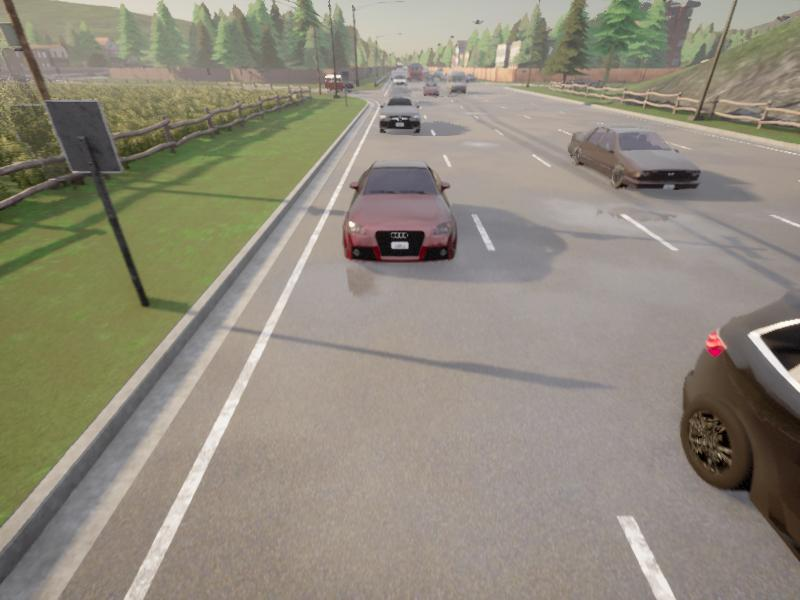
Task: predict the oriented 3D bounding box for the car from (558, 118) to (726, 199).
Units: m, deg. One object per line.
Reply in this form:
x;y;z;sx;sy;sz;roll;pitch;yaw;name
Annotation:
6.996;-4.616;12.509;2.033;1.411;5.357;0;30;0;car

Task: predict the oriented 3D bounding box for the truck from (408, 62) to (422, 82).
3.462;-52.463;91.900;2.891;3.827;8.468;0;30;0;truck

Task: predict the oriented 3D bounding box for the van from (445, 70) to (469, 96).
6.979;-26.869;49.423;1.988;2.561;5.915;0;30;0;van

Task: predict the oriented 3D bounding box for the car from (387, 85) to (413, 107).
-0.012;-18.351;35.907;2.163;1.488;4.792;0;30;0;car

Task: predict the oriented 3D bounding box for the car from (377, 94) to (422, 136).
-0.006;-10.179;21.797;2.152;1.651;5.027;0;30;0;car

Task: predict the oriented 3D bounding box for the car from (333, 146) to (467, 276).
-0.002;-2.049;8.146;1.994;1.385;4.181;0;30;0;car

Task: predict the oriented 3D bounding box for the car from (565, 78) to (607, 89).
28.899;-33.761;62.338;5.357;1.411;2.033;22;37;32;car

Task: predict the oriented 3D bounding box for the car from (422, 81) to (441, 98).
3.484;-23.515;44.688;1.845;1.501;3.633;0;30;0;car

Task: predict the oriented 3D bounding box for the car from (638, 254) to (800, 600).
3.577;1.499;1.782;2.242;1.667;4.611;0;30;1;car

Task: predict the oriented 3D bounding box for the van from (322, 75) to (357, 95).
-7.644;-27.204;50.496;2.069;2.038;4.480;-24;38;-35;van

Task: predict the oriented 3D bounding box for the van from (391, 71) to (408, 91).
-0.023;-32.018;58.336;2.351;2.431;6.366;0;30;0;van
